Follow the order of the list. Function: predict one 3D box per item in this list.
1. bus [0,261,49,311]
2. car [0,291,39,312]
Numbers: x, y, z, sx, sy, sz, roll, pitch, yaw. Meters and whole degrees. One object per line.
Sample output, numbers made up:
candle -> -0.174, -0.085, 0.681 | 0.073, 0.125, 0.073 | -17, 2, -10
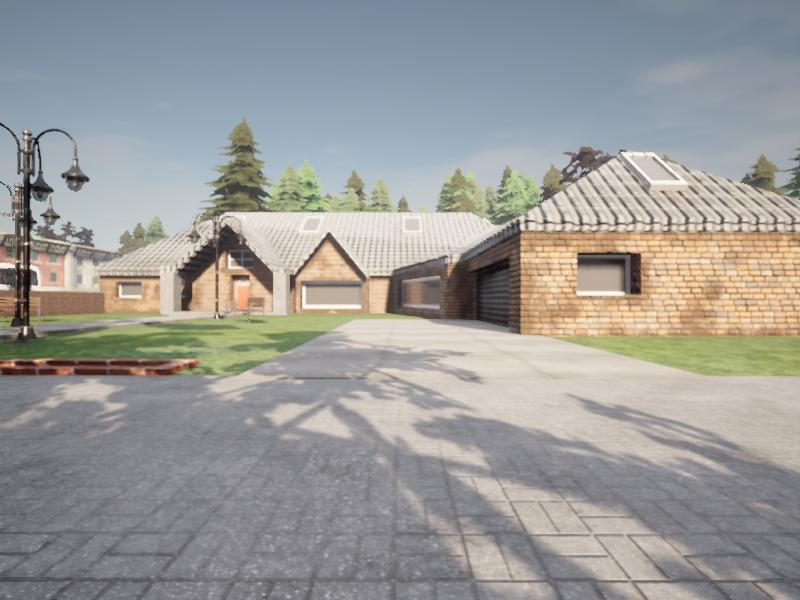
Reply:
bus -> -35.585, -1.180, 33.192 | 3.944, 4.253, 10.273 | 0, 0, 0
car -> -31.716, 0.115, 31.555 | 2.242, 1.667, 4.611 | 0, 0, 0
